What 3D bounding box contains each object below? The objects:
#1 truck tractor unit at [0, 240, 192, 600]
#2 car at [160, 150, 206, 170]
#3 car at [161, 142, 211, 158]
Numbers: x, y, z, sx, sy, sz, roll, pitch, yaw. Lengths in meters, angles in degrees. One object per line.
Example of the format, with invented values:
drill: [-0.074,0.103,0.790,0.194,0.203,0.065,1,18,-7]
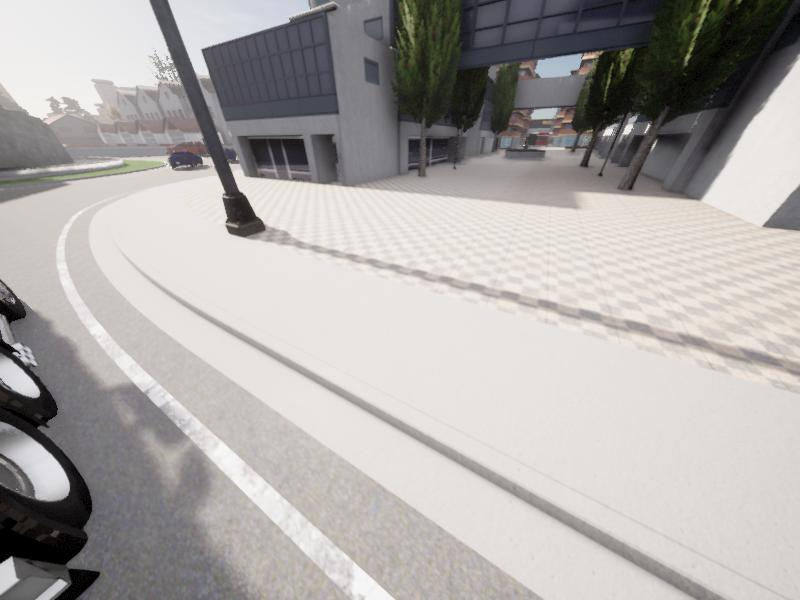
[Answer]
truck tractor unit: [-5.069,-0.341,0.837,6.516,4.208,3.053,20,40,26]
car: [-21.959,-14.416,23.625,1.812,1.442,4.674,-12,37,-17]
car: [-35.536,-25.082,38.533,5.566,2.045,2.150,-25,42,-31]
